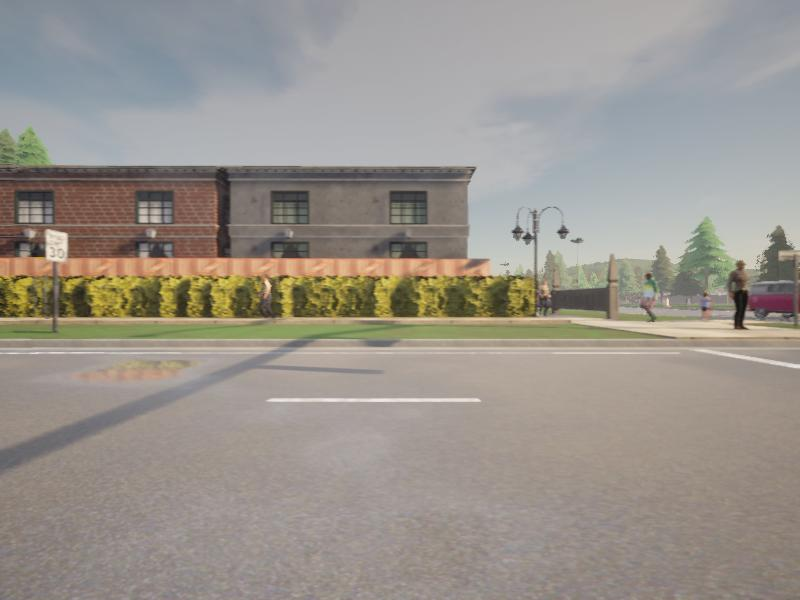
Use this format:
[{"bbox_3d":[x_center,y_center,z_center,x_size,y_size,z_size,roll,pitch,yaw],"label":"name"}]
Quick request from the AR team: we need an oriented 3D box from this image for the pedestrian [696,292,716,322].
[{"bbox_3d":[11.600,0.261,15.149,0.500,1.100,0.500,0,0,-40],"label":"pedestrian"}]

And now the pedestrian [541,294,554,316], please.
[{"bbox_3d":[7.559,0.262,20.457,0.500,1.100,0.500,0,0,2],"label":"pedestrian"}]

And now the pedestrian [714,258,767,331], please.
[{"bbox_3d":[8.953,-0.149,10.534,0.751,1.860,0.751,0,0,-1],"label":"pedestrian"}]

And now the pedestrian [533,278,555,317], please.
[{"bbox_3d":[6.982,-0.117,19.432,0.751,1.860,0.751,0,0,-5],"label":"pedestrian"}]

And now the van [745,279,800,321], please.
[{"bbox_3d":[20.048,-0.008,19.980,1.775,1.987,4.442,0,0,-1],"label":"van"}]

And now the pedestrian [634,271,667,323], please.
[{"bbox_3d":[9.214,-0.118,14.719,0.751,1.860,0.751,0,0,2],"label":"pedestrian"}]

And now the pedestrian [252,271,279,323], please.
[{"bbox_3d":[-4.922,-0.113,14.670,0.751,1.860,0.751,0,0,0],"label":"pedestrian"}]

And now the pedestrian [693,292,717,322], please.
[{"bbox_3d":[11.237,0.261,14.752,0.500,1.100,0.500,0,0,-17],"label":"pedestrian"}]
